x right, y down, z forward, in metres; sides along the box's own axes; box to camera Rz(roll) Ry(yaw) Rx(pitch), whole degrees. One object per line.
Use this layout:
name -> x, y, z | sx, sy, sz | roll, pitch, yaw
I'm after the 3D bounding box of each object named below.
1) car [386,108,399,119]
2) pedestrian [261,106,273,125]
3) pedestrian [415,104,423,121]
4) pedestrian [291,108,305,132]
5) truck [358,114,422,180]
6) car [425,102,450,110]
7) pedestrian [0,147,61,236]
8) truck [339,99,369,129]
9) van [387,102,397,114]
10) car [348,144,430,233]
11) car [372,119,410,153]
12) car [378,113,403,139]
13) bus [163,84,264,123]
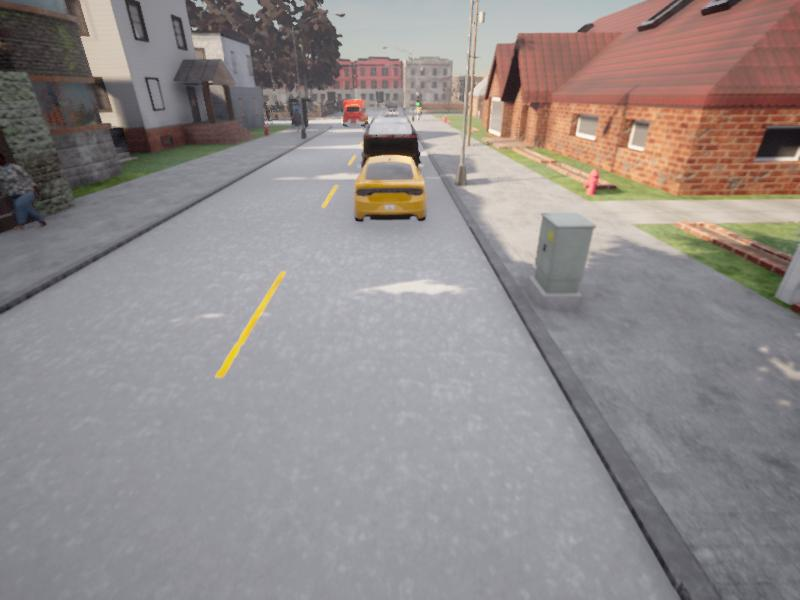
car -> -1.190, -28.580, 61.224 | 1.895, 1.301, 4.718 | -1, 27, -1
pedestrian -> -14.546, -20.271, 43.850 | 0.751, 1.860, 0.751 | 5, 28, 10
pedestrian -> 2.304, -22.240, 47.497 | 0.751, 1.860, 0.751 | 7, 28, 14
pedestrian -> -8.776, -15.477, 34.466 | 0.751, 1.860, 0.751 | 0, 27, 1
truck -> -0.409, -7.140, 18.207 | 2.390, 2.098, 6.274 | -1, 27, -1
car -> 8.602, -44.666, 92.108 | 5.366, 1.575, 1.801 | -1, 27, -1
pedestrian -> -8.878, -2.499, 9.267 | 0.751, 1.860, 0.751 | -1, 27, -1
truck -> -4.728, -19.666, 42.149 | 2.627, 2.467, 5.204 | -1, 29, -1
van -> -1.431, -35.540, 74.006 | 1.775, 1.987, 4.442 | -1, 27, -1
car -> -0.282, -3.476, 11.697 | 1.882, 1.535, 5.008 | -1, 27, -1
car -> -0.543, -10.418, 25.219 | 2.128, 1.511, 4.902 | -1, 27, -1
car -> -0.711, -13.928, 31.939 | 1.851, 1.617, 3.988 | 0, 27, 0
bus -> -23.333, -24.979, 50.789 | 10.273, 4.253, 3.944 | -2, 27, -2
